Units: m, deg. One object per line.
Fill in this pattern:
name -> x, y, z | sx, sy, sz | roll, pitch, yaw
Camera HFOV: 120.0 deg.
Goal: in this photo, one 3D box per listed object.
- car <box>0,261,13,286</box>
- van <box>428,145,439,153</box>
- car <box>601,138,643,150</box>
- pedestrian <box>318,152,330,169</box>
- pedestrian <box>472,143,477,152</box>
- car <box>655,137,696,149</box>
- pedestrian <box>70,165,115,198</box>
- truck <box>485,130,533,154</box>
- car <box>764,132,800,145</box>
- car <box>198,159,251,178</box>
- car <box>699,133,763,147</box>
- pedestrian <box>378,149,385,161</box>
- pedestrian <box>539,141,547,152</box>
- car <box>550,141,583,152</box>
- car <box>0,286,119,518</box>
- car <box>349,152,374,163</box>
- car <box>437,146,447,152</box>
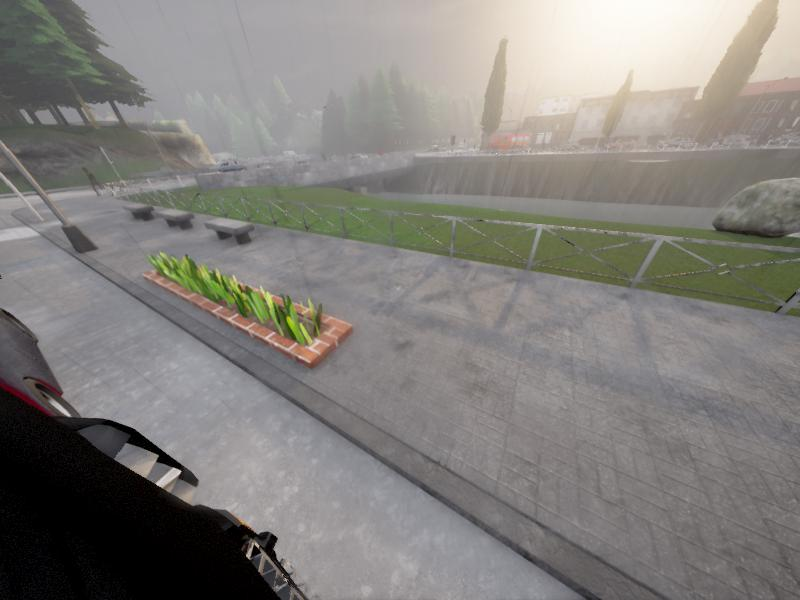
car -> -10.976, -1.072, 5.044 | 4.193, 1.474, 1.816 | 16, 38, 26
van -> 11.141, -50.001, 76.461 | 2.069, 2.038, 4.480 | 16, 38, 26
car -> 40.365, -28.479, 42.255 | 5.027, 1.651, 2.152 | 16, 38, 26
pedestrian -> -10.092, -18.595, 30.752 | 0.751, 1.860, 0.751 | 16, 38, 26
pedestrian -> 18.852, -38.286, 58.168 | 0.751, 1.860, 0.751 | 25, 43, 35
car -> 46.551, -26.653, 39.173 | 3.806, 1.475, 1.970 | 16, 38, 26
pedestrian -> -20.574, -7.948, 15.516 | 0.751, 1.860, 0.751 | -1, 34, 3
truck -> 23.528, -34.183, 50.119 | 8.468, 3.827, 2.891 | 16, 38, 26
car -> 57.338, -23.579, 33.734 | 3.806, 1.475, 1.970 | 16, 38, 26
car -> -22.136, -16.782, 29.340 | 2.242, 1.667, 4.611 | 16, 38, 26
car -> 51.916, -25.194, 36.425 | 5.238, 1.638, 1.930 | 16, 38, 26
pedestrian -> -3.208, -25.471, 40.576 | 0.751, 1.860, 0.751 | 17, 38, 27
pedestrian -> 28.280, -30.390, 45.784 | 0.751, 1.860, 0.751 | 6, 35, 12
car -> 33.031, -30.573, 45.957 | 4.856, 1.649, 2.033 | 16, 38, 26
car -> -4.699, 0.678, 1.887 | 3.633, 1.501, 1.845 | 16, 38, 26
car -> -7.233, -27.102, 43.862 | 2.038, 1.542, 4.974 | 16, 38, 26
car -> 14.968, -53.548, 82.032 | 2.007, 1.525, 4.514 | 16, 38, 26
